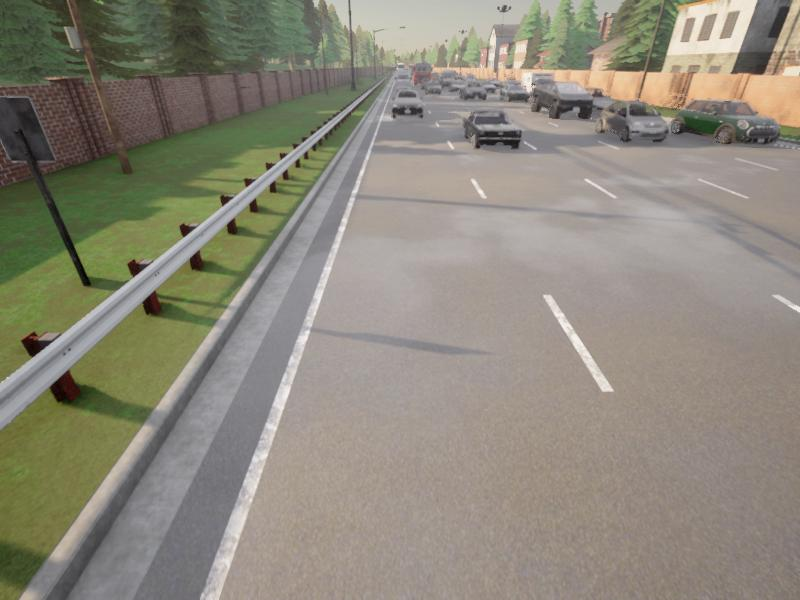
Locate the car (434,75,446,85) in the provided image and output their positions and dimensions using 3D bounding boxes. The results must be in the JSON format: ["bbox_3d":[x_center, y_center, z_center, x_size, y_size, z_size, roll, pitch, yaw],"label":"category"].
[{"bbox_3d":[7.488,-41.532,75.472,1.845,1.501,3.633,0,30,0],"label":"car"}]

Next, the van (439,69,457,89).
[{"bbox_3d":[7.486,-34.868,63.071,1.988,2.561,5.915,0,30,0],"label":"van"}]

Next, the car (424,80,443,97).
[{"bbox_3d":[3.991,-25.509,48.133,1.837,1.490,4.892,0,31,0],"label":"car"}]

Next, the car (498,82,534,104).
[{"bbox_3d":[10.994,-19.931,38.461,1.930,1.638,5.238,0,30,0],"label":"car"}]

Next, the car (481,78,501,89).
[{"bbox_3d":[14.488,-34.614,63.799,2.033,1.411,5.357,0,30,0],"label":"car"}]

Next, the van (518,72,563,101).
[{"bbox_3d":[14.492,-22.409,41.921,2.351,2.431,6.366,0,30,0],"label":"van"}]

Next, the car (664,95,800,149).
[{"bbox_3d":[15.043,-8.371,18.543,2.097,1.767,4.553,-3,30,-5],"label":"car"}]

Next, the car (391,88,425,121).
[{"bbox_3d":[0.496,-13.518,27.511,2.152,1.651,5.027,0,30,0],"label":"car"}]

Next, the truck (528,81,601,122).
[{"bbox_3d":[10.996,-13.753,27.443,2.390,2.098,6.274,0,30,0],"label":"truck"}]

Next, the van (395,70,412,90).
[{"bbox_3d":[0.488,-33.267,60.476,2.351,2.431,6.366,0,30,0],"label":"van"}]

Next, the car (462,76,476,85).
[{"bbox_3d":[13.038,-41.475,75.528,1.970,1.475,3.806,0,30,0],"label":"car"}]

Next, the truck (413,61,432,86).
[{"bbox_3d":[3.984,-41.277,72.791,2.891,3.827,8.468,0,30,0],"label":"truck"}]

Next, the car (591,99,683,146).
[{"bbox_3d":[10.994,-8.514,18.972,1.851,1.617,3.988,0,30,0],"label":"car"}]

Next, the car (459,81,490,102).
[{"bbox_3d":[7.496,-21.346,40.853,2.242,1.667,4.611,0,30,0],"label":"car"}]

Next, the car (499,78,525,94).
[{"bbox_3d":[14.491,-27.959,52.190,1.930,1.638,5.238,0,30,0],"label":"car"}]

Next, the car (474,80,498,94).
[{"bbox_3d":[10.989,-27.399,51.462,2.033,1.411,5.357,0,30,0],"label":"car"}]

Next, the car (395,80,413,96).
[{"bbox_3d":[0.491,-26.053,49.087,2.163,1.488,4.792,0,30,0],"label":"car"}]

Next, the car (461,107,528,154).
[{"bbox_3d":[3.996,-7.636,17.776,1.895,1.301,4.718,0,30,0],"label":"car"}]

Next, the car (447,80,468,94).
[{"bbox_3d":[7.489,-27.967,52.430,2.033,1.411,5.357,0,30,0],"label":"car"}]

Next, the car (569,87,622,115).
[{"bbox_3d":[14.494,-14.938,29.958,1.851,1.617,3.988,0,30,0],"label":"car"}]
